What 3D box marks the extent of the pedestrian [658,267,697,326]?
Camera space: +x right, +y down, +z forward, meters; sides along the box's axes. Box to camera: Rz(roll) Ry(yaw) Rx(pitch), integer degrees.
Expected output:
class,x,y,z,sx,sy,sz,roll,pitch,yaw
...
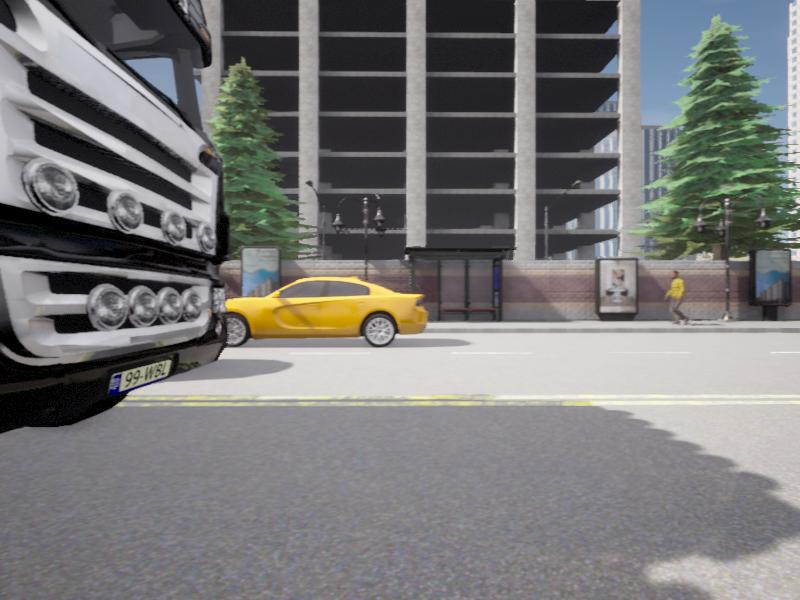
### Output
class,x,y,z,sx,sy,sz,roll,pitch,yaw
pedestrian,9.036,-0.118,13.040,0.751,1.860,0.751,0,0,3

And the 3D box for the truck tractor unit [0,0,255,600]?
class,x,y,z,sx,sy,sz,roll,pitch,yaw
truck tractor unit,-4.585,-1.099,2.141,6.516,4.208,3.053,0,0,-1

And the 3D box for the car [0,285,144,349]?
class,x,y,z,sx,sy,sz,roll,pitch,yaw
car,-8.785,0.347,9.092,4.718,1.301,1.895,0,0,-1

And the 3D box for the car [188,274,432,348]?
class,x,y,z,sx,sy,sz,roll,pitch,yaw
car,-1.855,0.224,9.169,5.008,1.535,1.882,0,0,-1

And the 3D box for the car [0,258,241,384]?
class,x,y,z,sx,sy,sz,roll,pitch,yaw
car,-5.047,0.247,5.634,4.892,1.490,1.837,0,0,-1
